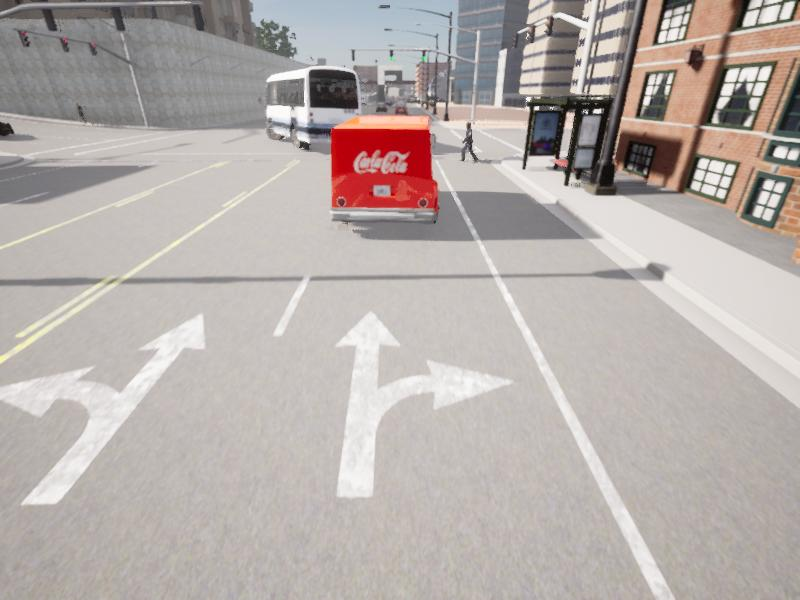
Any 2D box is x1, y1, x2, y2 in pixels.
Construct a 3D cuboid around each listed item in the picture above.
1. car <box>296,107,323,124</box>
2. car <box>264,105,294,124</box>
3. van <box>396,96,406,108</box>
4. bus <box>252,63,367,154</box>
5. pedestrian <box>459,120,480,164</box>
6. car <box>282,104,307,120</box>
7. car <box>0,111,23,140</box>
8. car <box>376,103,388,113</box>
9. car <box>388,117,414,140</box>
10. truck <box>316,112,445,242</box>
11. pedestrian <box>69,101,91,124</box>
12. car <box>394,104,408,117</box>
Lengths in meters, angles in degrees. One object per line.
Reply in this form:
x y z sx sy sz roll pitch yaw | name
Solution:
-10.365 -21.356 46.220 2.033 1.649 4.856 0 27 0 | car
-13.867 -21.372 46.007 1.932 1.855 4.605 0 27 0 | car
0.259 -46.013 92.948 2.351 2.431 6.366 0 27 0 | van
-6.052 -12.133 25.463 3.944 4.253 10.273 -12 29 -27 | bus
3.251 -7.441 18.865 0.751 1.860 0.751 0 27 0 | pedestrian
-13.848 -24.875 52.876 2.097 1.767 4.553 0 27 0 | car
-29.650 -12.160 27.415 5.238 1.638 1.930 5 27 -2 | car
-3.296 -34.722 72.273 1.970 1.475 3.806 0 27 0 | car
0.094 -13.415 31.119 1.895 1.301 4.718 0 27 0 | car
-0.253 -3.667 10.992 2.627 2.467 5.204 1 28 3 | truck
-28.947 -16.961 36.241 0.751 1.860 0.751 0 27 1 | pedestrian
0.171 -28.564 60.180 2.007 1.525 4.514 0 27 0 | car
